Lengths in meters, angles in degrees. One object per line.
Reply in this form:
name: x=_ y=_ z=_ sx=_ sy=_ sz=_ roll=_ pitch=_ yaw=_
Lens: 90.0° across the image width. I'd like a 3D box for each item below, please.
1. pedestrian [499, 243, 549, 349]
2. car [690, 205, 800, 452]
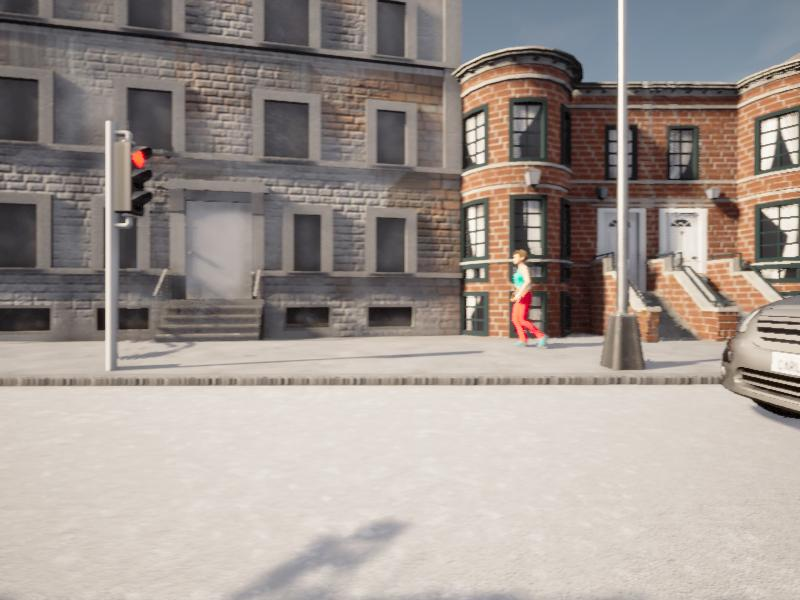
pedestrian: x=2.278 y=-0.067 z=7.438 sx=0.751 sy=1.860 sz=0.751 roll=0 pitch=0 yaw=5
car: x=4.617 y=0.187 z=2.701 sx=3.988 sy=1.617 sz=1.851 roll=0 pitch=0 yaw=-1
